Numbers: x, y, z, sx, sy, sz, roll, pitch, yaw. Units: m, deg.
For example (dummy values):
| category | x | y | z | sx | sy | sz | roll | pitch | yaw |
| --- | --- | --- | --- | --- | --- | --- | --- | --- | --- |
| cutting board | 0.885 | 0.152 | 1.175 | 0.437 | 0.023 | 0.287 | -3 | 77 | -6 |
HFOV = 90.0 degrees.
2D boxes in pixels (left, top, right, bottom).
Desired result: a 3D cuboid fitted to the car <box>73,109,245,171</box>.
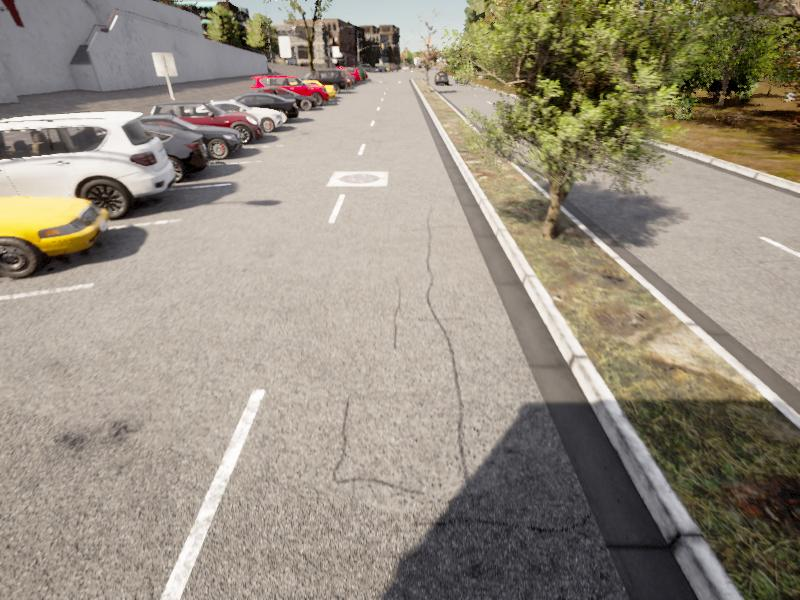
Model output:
| category | x | y | z | sx | sy | sz | roll | pitch | yaw |
| --- | --- | --- | --- | --- | --- | --- | --- | --- | --- |
| car | -8.087 | -5.685 | 14.015 | 4.674 | 1.452 | 2.002 | -11 | 32 | -17 |

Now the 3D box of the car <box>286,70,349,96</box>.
| category | x | y | z | sx | sy | sz | roll | pitch | yaw |
| --- | --- | --- | --- | --- | --- | --- | --- | --- | --- |
| car | -8.137 | -21.462 | 39.522 | 5.566 | 2.045 | 2.435 | -11 | 33 | -17 |

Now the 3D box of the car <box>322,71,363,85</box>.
| category | x | y | z | sx | sy | sz | roll | pitch | yaw |
| --- | --- | --- | --- | --- | --- | --- | --- | --- | --- |
| car | -8.297 | -32.008 | 57.638 | 5.366 | 1.575 | 1.946 | -11 | 33 | -17 |

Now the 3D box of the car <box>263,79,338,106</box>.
| category | x | y | z | sx | sy | sz | roll | pitch | yaw |
| --- | --- | --- | --- | --- | --- | --- | --- | --- | --- |
| car | -7.928 | -16.645 | 32.013 | 5.366 | 1.575 | 1.946 | -11 | 32 | -17 |

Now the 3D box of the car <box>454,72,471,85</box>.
| category | x | y | z | sx | sy | sz | roll | pitch | yaw |
| --- | --- | --- | --- | --- | --- | --- | --- | --- | --- |
| car | 8.672 | -30.994 | 55.889 | 1.789 | 1.549 | 3.705 | 0 | 31 | 0 |

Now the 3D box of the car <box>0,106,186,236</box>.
| category | x | y | z | sx | sy | sz | roll | pitch | yaw |
| --- | --- | --- | --- | --- | --- | --- | --- | --- | --- |
| car | -8.108 | -2.839 | 8.698 | 5.566 | 2.045 | 2.435 | -11 | 33 | -17 |

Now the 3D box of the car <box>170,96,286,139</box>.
| category | x | y | z | sx | sy | sz | roll | pitch | yaw |
| --- | --- | --- | --- | --- | --- | --- | --- | --- | --- |
| car | -8.092 | -8.789 | 19.149 | 4.674 | 1.452 | 2.002 | -11 | 32 | -17 |

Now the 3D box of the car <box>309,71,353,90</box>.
| category | x | y | z | sx | sy | sz | roll | pitch | yaw |
| --- | --- | --- | --- | --- | --- | --- | --- | --- | --- |
| car | -8.151 | -25.990 | 47.315 | 4.553 | 1.767 | 2.185 | -11 | 32 | -17 |

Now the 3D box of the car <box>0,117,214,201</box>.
| category | x | y | z | sx | sy | sz | roll | pitch | yaw |
| --- | --- | --- | --- | --- | --- | --- | --- | --- | --- |
| car | -8.107 | -4.139 | 11.415 | 4.792 | 1.488 | 2.163 | -11 | 33 | -17 |

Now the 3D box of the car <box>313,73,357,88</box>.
| category | x | y | z | sx | sy | sz | roll | pitch | yaw |
| --- | --- | --- | --- | --- | --- | --- | --- | --- | --- |
| car | -8.127 | -27.426 | 49.963 | 4.892 | 1.521 | 2.231 | -11 | 32 | -17 |

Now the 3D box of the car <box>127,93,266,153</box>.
| category | x | y | z | sx | sy | sz | roll | pitch | yaw |
| --- | --- | --- | --- | --- | --- | --- | --- | --- | --- |
| car | -8.119 | -7.373 | 16.487 | 4.553 | 1.767 | 2.185 | -11 | 32 | -17 |

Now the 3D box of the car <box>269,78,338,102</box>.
| category | x | y | z | sx | sy | sz | roll | pitch | yaw |
| --- | --- | --- | --- | --- | --- | --- | --- | --- | --- |
| car | -8.278 | -18.122 | 34.469 | 5.366 | 1.575 | 1.946 | -11 | 33 | -17 |

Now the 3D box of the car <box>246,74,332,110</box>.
| category | x | y | z | sx | sy | sz | roll | pitch | yaw |
| --- | --- | --- | --- | --- | --- | --- | --- | --- | --- |
| car | -8.079 | -15.274 | 29.275 | 5.566 | 2.045 | 2.435 | -11 | 32 | -17 |

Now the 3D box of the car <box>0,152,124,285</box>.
| category | x | y | z | sx | sy | sz | roll | pitch | yaw |
| --- | --- | --- | --- | --- | --- | --- | --- | --- | --- |
| car | -7.905 | -1.128 | 6.310 | 5.366 | 1.575 | 1.946 | -11 | 32 | -17 |

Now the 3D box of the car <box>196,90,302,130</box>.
| category | x | y | z | sx | sy | sz | roll | pitch | yaw |
| --- | --- | --- | --- | --- | --- | --- | --- | --- | --- |
| car | -8.085 | -10.379 | 21.694 | 5.008 | 1.535 | 2.097 | -11 | 33 | -17 |

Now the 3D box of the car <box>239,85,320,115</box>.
| category | x | y | z | sx | sy | sz | roll | pitch | yaw |
| --- | --- | --- | --- | --- | --- | --- | --- | --- | --- |
| car | -8.071 | -13.477 | 26.852 | 4.792 | 1.488 | 2.163 | -11 | 33 | -17 |

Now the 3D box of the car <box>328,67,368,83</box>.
| category | x | y | z | sx | sy | sz | roll | pitch | yaw |
| --- | --- | --- | --- | --- | --- | --- | --- | --- | --- |
| car | -8.138 | -35.328 | 62.718 | 5.566 | 2.045 | 2.435 | -11 | 33 | -17 |

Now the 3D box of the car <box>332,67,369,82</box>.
| category | x | y | z | sx | sy | sz | roll | pitch | yaw |
| --- | --- | --- | --- | --- | --- | --- | --- | --- | --- |
| car | -8.070 | -36.883 | 65.325 | 5.566 | 2.045 | 2.435 | -11 | 32 | -16 |

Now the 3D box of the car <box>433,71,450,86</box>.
| category | x | y | z | sx | sy | sz | roll | pitch | yaw |
| --- | --- | --- | --- | --- | --- | --- | --- | --- | --- |
| car | 5.676 | -30.258 | 54.645 | 1.851 | 1.617 | 3.988 | 0 | 31 | 0 |

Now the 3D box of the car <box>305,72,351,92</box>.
| category | x | y | z | sx | sy | sz | roll | pitch | yaw |
| --- | --- | --- | --- | --- | --- | --- | --- | --- | --- |
| car | -8.086 | -24.457 | 44.753 | 4.553 | 1.767 | 2.185 | -11 | 33 | -17 |

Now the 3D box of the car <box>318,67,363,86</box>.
| category | x | y | z | sx | sy | sz | roll | pitch | yaw |
| --- | --- | --- | --- | --- | --- | --- | --- | --- | --- |
| car | -8.153 | -30.712 | 54.976 | 5.566 | 2.045 | 2.435 | -11 | 33 | -17 |
